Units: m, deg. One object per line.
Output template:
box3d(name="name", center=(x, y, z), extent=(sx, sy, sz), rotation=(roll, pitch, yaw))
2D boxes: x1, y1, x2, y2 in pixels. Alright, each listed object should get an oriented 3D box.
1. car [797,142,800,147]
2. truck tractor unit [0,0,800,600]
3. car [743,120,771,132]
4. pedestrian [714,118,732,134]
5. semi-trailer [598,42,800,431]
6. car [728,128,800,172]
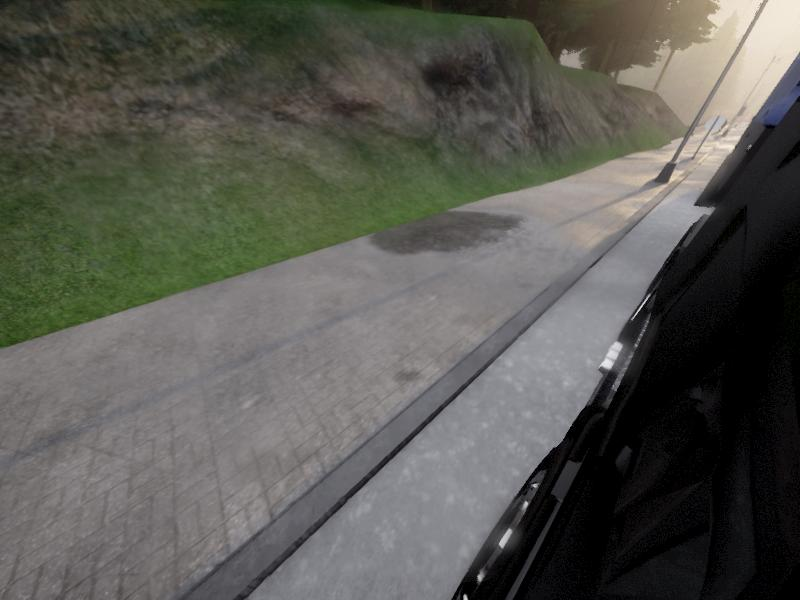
box3d(name="car", center=(34.957, -12.485, 17.465), extent=(4.514, 1.525, 2.007), rotation=(12, 39, 18))
box3d(name="truck tractor unit", center=(2.645, -0.295, 0.351), extent=(6.516, 4.208, 3.053), rotation=(-28, 44, -30))
box3d(name="car", center=(62.012, -30.329, 40.182), extent=(4.974, 1.542, 2.038), rotation=(-28, 44, -30))
box3d(name="pedestrian", center=(48.819, -26.343, 34.952), extent=(0.751, 1.860, 0.751), rotation=(-26, 43, -28))
box3d(name="semi-trailer", center=(8.705, -3.564, 4.273), extent=(14.254, 4.402, 2.717), rotation=(-28, 44, -30))
box3d(name="car", center=(19.429, -7.977, 12.124), extent=(5.008, 1.535, 1.882), rotation=(-27, 43, -30))
